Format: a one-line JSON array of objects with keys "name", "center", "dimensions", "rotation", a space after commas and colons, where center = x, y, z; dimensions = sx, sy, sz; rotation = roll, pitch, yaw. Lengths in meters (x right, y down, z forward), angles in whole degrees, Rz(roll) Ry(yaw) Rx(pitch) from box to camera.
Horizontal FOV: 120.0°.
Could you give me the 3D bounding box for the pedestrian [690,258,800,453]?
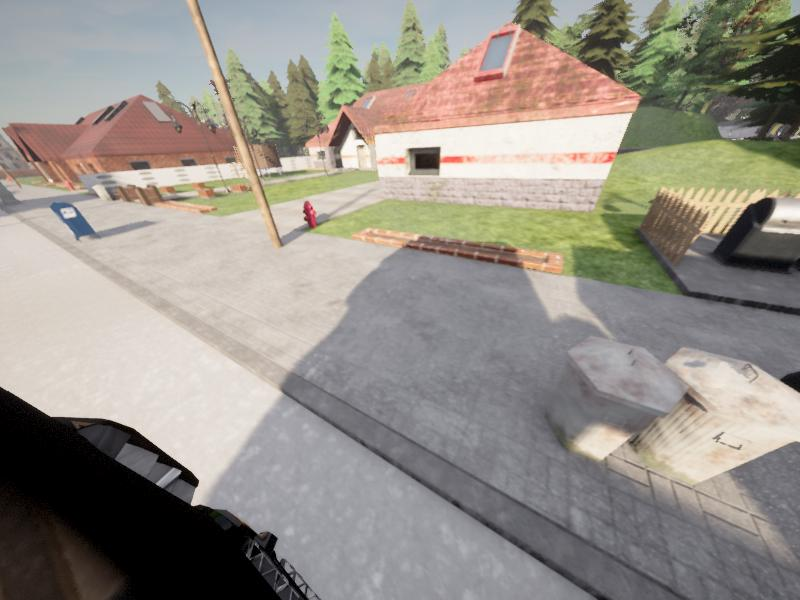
[{"name": "pedestrian", "center": [3.223, 0.196, 1.486], "dimensions": [0.751, 1.860, 0.751], "rotation": [7, 35, 14]}]
